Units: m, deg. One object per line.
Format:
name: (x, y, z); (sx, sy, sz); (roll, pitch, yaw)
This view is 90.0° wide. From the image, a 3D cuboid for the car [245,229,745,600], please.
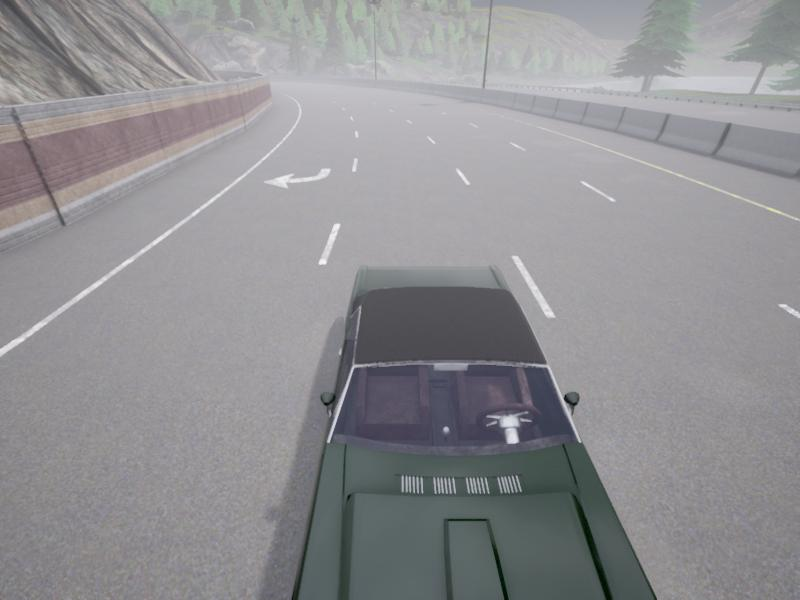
car: (0.360, 0.882, 3.233); (1.895, 1.301, 4.718); (0, 30, 0)
